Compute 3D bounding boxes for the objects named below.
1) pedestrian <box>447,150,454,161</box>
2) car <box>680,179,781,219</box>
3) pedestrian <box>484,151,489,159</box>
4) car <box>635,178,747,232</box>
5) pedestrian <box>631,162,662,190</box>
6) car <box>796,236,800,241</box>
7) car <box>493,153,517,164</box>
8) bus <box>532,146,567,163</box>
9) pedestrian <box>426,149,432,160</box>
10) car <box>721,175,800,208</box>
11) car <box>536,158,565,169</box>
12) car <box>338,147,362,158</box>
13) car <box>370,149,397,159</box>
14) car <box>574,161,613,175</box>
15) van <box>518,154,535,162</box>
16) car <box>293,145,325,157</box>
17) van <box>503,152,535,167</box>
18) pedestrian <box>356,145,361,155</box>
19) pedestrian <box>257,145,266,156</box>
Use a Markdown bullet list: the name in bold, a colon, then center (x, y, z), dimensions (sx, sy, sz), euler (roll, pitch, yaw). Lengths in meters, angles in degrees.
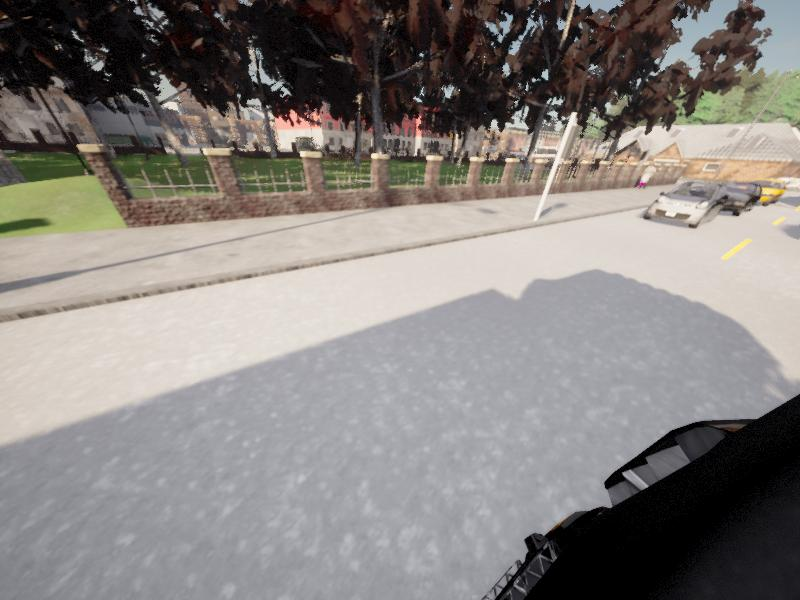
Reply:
- **pedestrian**: center (10.370, -29.940, 47.719), dimensions (0.751, 1.860, 0.751), euler (-17, 39, -28)
- **car**: center (17.930, -5.610, 12.514), dimensions (5.357, 1.411, 2.033), euler (-16, 38, -26)
- **pedestrian**: center (25.938, -43.328, 69.016), dimensions (0.751, 1.860, 0.751), euler (-9, 36, -18)
- **car**: center (12.072, -4.073, 9.622), dimensions (3.633, 1.501, 1.845), euler (-17, 39, -27)
- **pedestrian**: center (19.254, -9.681, 18.070), dimensions (0.751, 1.860, 0.751), euler (-15, 38, -25)
- **car**: center (16.389, -2.780, 7.960), dimensions (3.988, 1.617, 1.851), euler (-14, 37, -24)
- **car**: center (22.369, -30.214, 49.285), dimensions (1.905, 1.878, 3.866), euler (-17, 38, -27)
- **bus**: center (48.042, -46.639, 74.200), dimensions (10.273, 4.253, 3.944), euler (-16, 38, -26)
- **pedestrian**: center (5.679, -28.357, 44.974), dimensions (0.751, 1.860, 0.751), euler (-16, 38, -26)
- **car**: center (24.363, -7.432, 15.587), dimensions (5.366, 1.575, 1.801), euler (-15, 38, -25)
- **car**: center (27.479, -25.034, 42.257), dimensions (1.845, 1.501, 3.633), euler (-16, 38, -26)
- **car**: center (-9.091, -26.999, 42.271), dimensions (3.705, 1.549, 1.789), euler (-16, 38, -26)
- **car**: center (-3.268, -28.628, 45.229), dimensions (4.892, 1.490, 1.837), euler (-16, 38, -27)
- **car**: center (28.512, -19.562, 34.139), dimensions (1.845, 1.501, 3.633), euler (-16, 38, -26)
- **van**: center (38.407, -43.064, 70.126), dimensions (4.442, 1.987, 1.775), euler (-16, 38, -26)
- **car**: center (-15.313, -25.219, 39.134), dimensions (4.514, 1.525, 2.007), euler (-16, 38, -26)
- **van**: center (22.086, -26.231, 43.145), dimensions (2.069, 2.038, 4.480), euler (-16, 39, -26)
- **pedestrian**: center (-9.054, -32.781, 50.430), dimensions (0.751, 1.860, 0.751), euler (-24, 42, -34)
- **pedestrian**: center (-19.398, -20.986, 32.438), dimensions (0.751, 1.300, 0.751), euler (-16, 38, -26)
